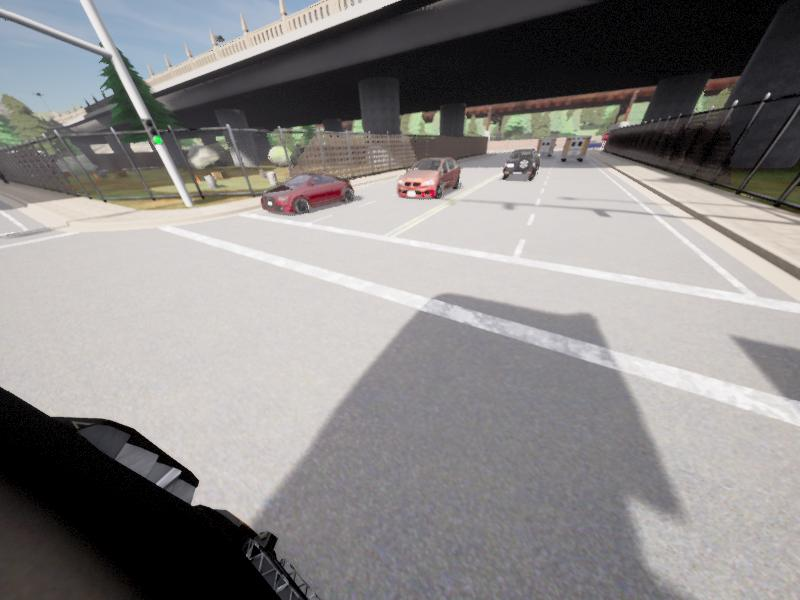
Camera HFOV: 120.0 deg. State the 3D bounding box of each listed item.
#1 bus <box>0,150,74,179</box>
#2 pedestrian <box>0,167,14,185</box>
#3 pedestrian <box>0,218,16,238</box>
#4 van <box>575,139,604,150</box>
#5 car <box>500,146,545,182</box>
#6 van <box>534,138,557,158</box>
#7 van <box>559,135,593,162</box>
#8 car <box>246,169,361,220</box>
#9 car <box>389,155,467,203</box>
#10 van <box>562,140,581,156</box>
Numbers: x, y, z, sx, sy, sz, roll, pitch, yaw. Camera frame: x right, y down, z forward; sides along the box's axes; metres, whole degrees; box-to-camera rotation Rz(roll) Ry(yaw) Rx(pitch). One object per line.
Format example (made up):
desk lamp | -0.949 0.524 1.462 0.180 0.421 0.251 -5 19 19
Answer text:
bus | -73.977 -26.765 45.353 3.944 4.253 10.273 16 38 26
pedestrian | -46.306 -14.491 26.783 0.751 1.860 0.751 18 39 28
pedestrian | -14.295 -2.764 7.776 0.751 1.300 0.751 11 36 19
van | 42.546 -35.027 52.075 4.442 1.987 1.775 14 37 23
car | 8.743 -9.754 16.381 1.932 1.855 4.605 16 38 26
van | 23.219 -24.285 36.793 2.351 2.431 6.366 16 38 26
van | 21.100 -18.325 27.964 2.351 2.431 6.366 16 38 26
car | -4.040 -4.929 10.432 1.994 1.385 4.181 20 40 30
car | 1.646 -6.539 12.206 2.242 1.667 4.611 16 38 26
van | 27.156 -24.116 36.676 1.775 1.987 4.442 16 38 26
